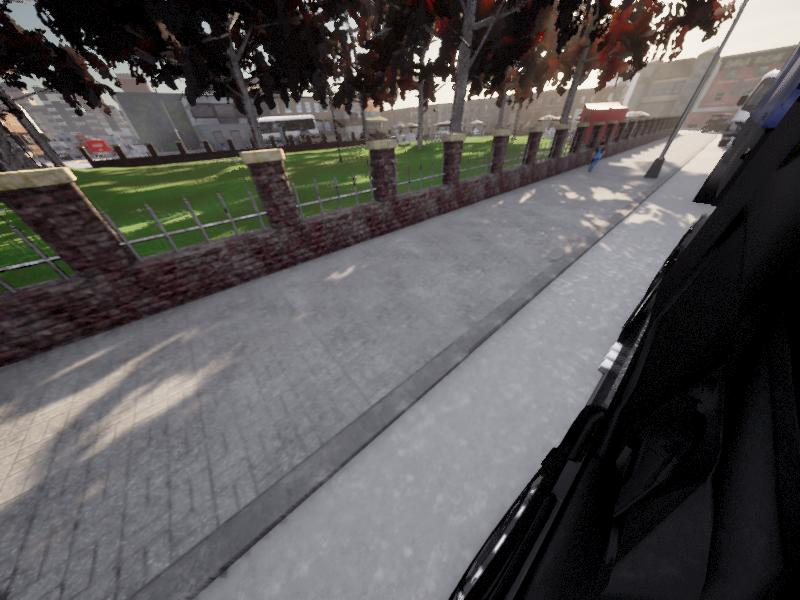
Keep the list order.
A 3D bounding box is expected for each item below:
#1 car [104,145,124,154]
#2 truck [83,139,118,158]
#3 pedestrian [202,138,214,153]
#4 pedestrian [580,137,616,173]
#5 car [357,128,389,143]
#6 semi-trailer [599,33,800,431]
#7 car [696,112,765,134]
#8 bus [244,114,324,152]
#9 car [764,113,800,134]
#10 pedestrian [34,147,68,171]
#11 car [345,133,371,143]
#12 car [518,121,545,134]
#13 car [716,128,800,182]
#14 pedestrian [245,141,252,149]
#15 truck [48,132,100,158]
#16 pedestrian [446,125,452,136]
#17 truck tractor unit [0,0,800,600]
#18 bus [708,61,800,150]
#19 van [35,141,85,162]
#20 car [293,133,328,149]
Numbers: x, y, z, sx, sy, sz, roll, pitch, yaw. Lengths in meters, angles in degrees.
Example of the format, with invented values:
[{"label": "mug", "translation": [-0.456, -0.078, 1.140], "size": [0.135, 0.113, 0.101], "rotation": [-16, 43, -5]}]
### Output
[{"label": "car", "translation": [-64.176, -33.855, 51.878], "size": [1.994, 1.385, 4.181], "rotation": [-29, 44, -30]}, {"label": "truck", "translation": [-53.785, -27.356, 41.627], "size": [2.627, 2.467, 5.204], "rotation": [-30, 45, -31]}, {"label": "pedestrian", "translation": [-29.978, -24.208, 36.124], "size": [0.751, 1.860, 0.751], "rotation": [-26, 43, -28]}, {"label": "pedestrian", "translation": [9.048, -6.650, 10.605], "size": [0.751, 1.300, 0.751], "rotation": [28, 46, 34]}, {"label": "car", "translation": [-4.961, -31.080, 43.645], "size": [5.566, 2.045, 2.150], "rotation": [-31, 45, -32]}, {"label": "semi-trailer", "translation": [8.646, -3.652, 4.262], "size": [14.254, 4.402, 2.717], "rotation": [-29, 44, -30]}, {"label": "car", "translation": [37.934, -20.440, 26.743], "size": [1.905, 1.878, 3.866], "rotation": [-3, 37, 0]}, {"label": "bus", "translation": [-18.751, -27.593, 38.072], "size": [10.273, 4.253, 3.944], "rotation": [-29, 44, -28]}, {"label": "car", "translation": [41.239, -18.395, 24.034], "size": [1.851, 1.617, 3.988], "rotation": [16, 41, 23]}, {"label": "pedestrian", "translation": [-32.605, -13.183, 21.628], "size": [0.751, 1.860, 0.751], "rotation": [-24, 42, -25]}, {"label": "car", "translation": [-8.214, -32.306, 45.998], "size": [4.674, 1.442, 1.812], "rotation": [-28, 43, -29]}, {"label": "car", "translation": [26.093, -34.186, 45.824], "size": [1.905, 1.878, 3.866], "rotation": [-28, 44, -30]}, {"label": "car", "translation": [16.014, -6.465, 10.033], "size": [5.357, 1.411, 2.033], "rotation": [-29, 44, -30]}, {"label": "pedestrian", "translation": [-26.010, -26.573, 39.635], "size": [0.500, 1.100, 0.500], "rotation": [20, 42, 27]}, {"label": "truck", "translation": [-62.154, -29.833, 44.345], "size": [2.891, 3.827, 8.468], "rotation": [-27, 43, -29]}, {"label": "pedestrian", "translation": [10.296, -35.367, 48.254], "size": [0.751, 1.860, 0.751], "rotation": [-25, 42, -27]}, {"label": "truck tractor unit", "translation": [2.645, -0.295, 0.351], "size": [6.516, 4.208, 3.053], "rotation": [-28, 44, -30]}, {"label": "bus", "translation": [27.314, -13.791, 16.643], "size": [10.273, 4.253, 3.944], "rotation": [-27, 43, -29]}, {"label": "van", "translation": [-53.330, -23.507, 36.499], "size": [2.351, 2.431, 6.366], "rotation": [-27, 43, -28]}, {"label": "car", "translation": [-14.485, -25.896, 37.527], "size": [4.605, 1.855, 1.932], "rotation": [-30, 44, -31]}]
